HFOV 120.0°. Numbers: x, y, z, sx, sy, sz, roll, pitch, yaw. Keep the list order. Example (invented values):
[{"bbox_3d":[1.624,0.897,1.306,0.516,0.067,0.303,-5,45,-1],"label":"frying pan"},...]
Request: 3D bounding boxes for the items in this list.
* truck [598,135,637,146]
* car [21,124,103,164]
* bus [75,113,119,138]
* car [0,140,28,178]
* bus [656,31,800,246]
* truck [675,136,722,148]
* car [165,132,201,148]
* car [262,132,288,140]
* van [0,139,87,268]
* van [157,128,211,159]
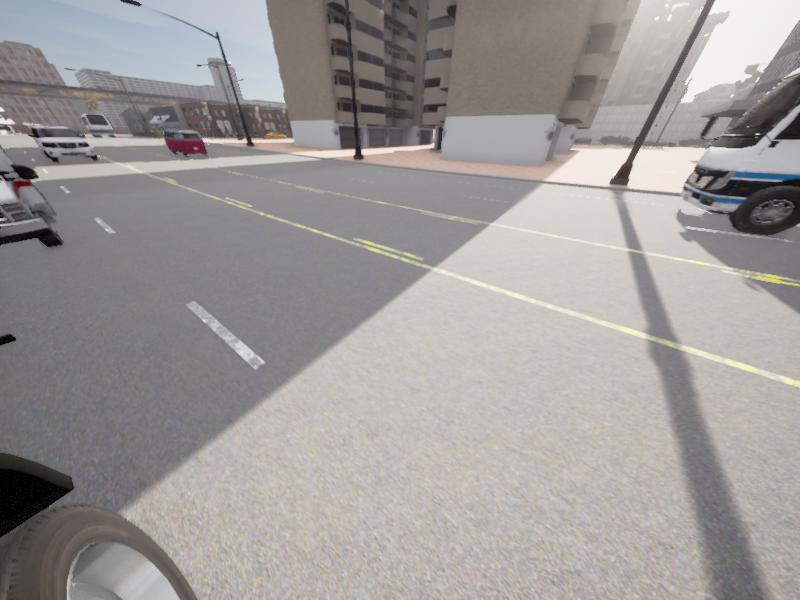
[{"bbox_3d":[51.982,-38.294,55.404,6.274,2.098,2.390,24,42,29],"label":"truck"},{"bbox_3d":[-24.303,-11.268,16.601,5.566,2.045,2.150,24,41,27],"label":"car"},{"bbox_3d":[-69.384,-39.890,52.912,10.273,4.253,3.944,26,42,30],"label":"bus"},{"bbox_3d":[-21.939,-7.442,11.975,4.902,1.511,2.128,24,41,27],"label":"car"},{"bbox_3d":[13.817,-3.107,4.743,10.273,4.253,3.944,22,41,28],"label":"bus"},{"bbox_3d":[70.599,-37.570,54.832,6.274,2.098,2.390,24,42,29],"label":"truck"},{"bbox_3d":[-26.796,-19.795,28.526,3.633,1.501,1.845,24,41,27],"label":"car"},{"bbox_3d":[-29.982,-39.582,55.756,1.882,1.535,5.008,24,42,29],"label":"car"},{"bbox_3d":[-10.484,-2.743,5.313,6.366,2.431,2.351,23,41,27],"label":"van"},{"bbox_3d":[-19.455,-14.157,20.847,4.442,1.987,1.775,24,42,27],"label":"van"}]
